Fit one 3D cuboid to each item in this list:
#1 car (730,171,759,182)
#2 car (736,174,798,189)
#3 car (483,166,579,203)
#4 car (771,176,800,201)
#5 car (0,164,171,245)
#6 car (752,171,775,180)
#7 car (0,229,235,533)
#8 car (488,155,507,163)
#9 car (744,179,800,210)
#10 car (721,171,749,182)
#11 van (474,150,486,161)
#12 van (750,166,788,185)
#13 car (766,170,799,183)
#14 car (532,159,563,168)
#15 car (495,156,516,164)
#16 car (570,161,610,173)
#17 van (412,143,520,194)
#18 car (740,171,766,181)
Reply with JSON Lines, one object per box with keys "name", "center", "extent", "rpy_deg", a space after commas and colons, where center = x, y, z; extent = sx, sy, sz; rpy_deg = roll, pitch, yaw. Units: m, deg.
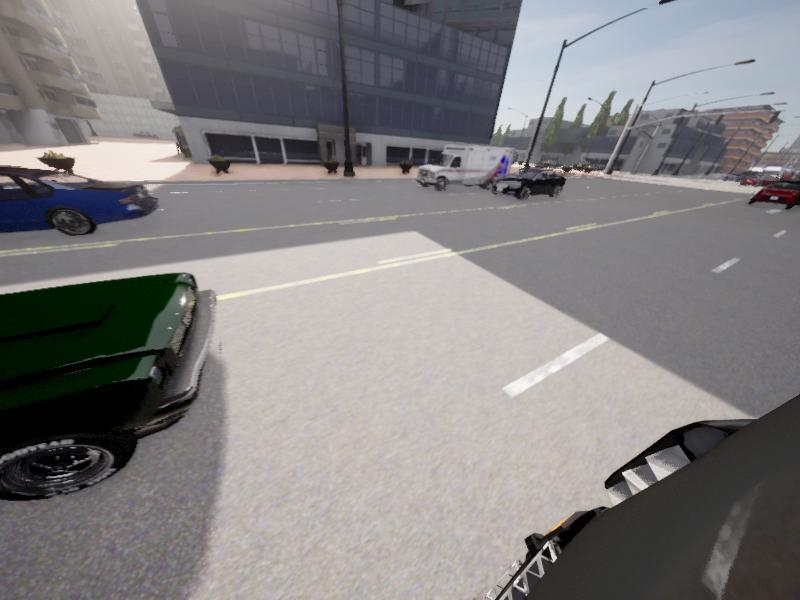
{"name": "car", "center": [68.749, -24.721, 46.080], "extent": [5.238, 1.638, 1.930], "rpy_deg": [-15, 37, -25]}
{"name": "car", "center": [49.238, -15.967, 31.099], "extent": [4.181, 1.385, 1.994], "rpy_deg": [8, 34, 7]}
{"name": "car", "center": [7.581, -6.790, 13.428], "extent": [4.902, 1.511, 2.128], "rpy_deg": [-15, 38, -25]}
{"name": "car", "center": [33.665, -9.270, 19.181], "extent": [5.238, 1.638, 1.930], "rpy_deg": [-15, 37, -25]}
{"name": "car", "center": [-9.401, -2.277, 5.383], "extent": [5.357, 1.411, 2.033], "rpy_deg": [-15, 37, -25]}
{"name": "car", "center": [83.860, -28.750, 53.257], "extent": [4.892, 1.490, 1.837], "rpy_deg": [-15, 38, -24]}
{"name": "car", "center": [-3.998, 0.747, 1.347], "extent": [4.718, 1.301, 1.895], "rpy_deg": [-15, 37, -25]}
{"name": "car", "center": [25.983, -37.488, 61.520], "extent": [2.007, 1.525, 4.514], "rpy_deg": [-9, 35, -18]}
{"name": "car", "center": [25.307, -7.035, 15.247], "extent": [4.193, 1.474, 1.816], "rpy_deg": [-15, 37, -25]}
{"name": "car", "center": [62.618, -23.091, 43.190], "extent": [4.193, 1.474, 1.816], "rpy_deg": [-14, 37, -25]}
{"name": "van", "center": [24.221, -43.936, 70.168], "extent": [1.988, 2.561, 5.915], "rpy_deg": [7, 33, 5]}
{"name": "van", "center": [64.957, -21.932, 40.675], "extent": [5.915, 2.561, 1.988], "rpy_deg": [-14, 37, -25]}
{"name": "car", "center": [77.104, -24.906, 46.615], "extent": [5.566, 2.045, 2.150], "rpy_deg": [-15, 38, -24]}
{"name": "car", "center": [32.467, -30.088, 50.928], "extent": [2.033, 1.411, 5.357], "rpy_deg": [-14, 37, -25]}
{"name": "car", "center": [25.349, -33.705, 55.637], "extent": [1.816, 1.474, 4.193], "rpy_deg": [-14, 37, -25]}
{"name": "car", "center": [34.290, -24.107, 41.836], "extent": [1.882, 1.535, 5.008], "rpy_deg": [-14, 37, -25]}
{"name": "van", "center": [4.190, -8.475, 14.870], "extent": [6.366, 2.431, 2.351], "rpy_deg": [-15, 37, -25]}
{"name": "car", "center": [75.161, -26.391, 49.162], "extent": [5.008, 1.535, 1.882], "rpy_deg": [-15, 38, -24]}
